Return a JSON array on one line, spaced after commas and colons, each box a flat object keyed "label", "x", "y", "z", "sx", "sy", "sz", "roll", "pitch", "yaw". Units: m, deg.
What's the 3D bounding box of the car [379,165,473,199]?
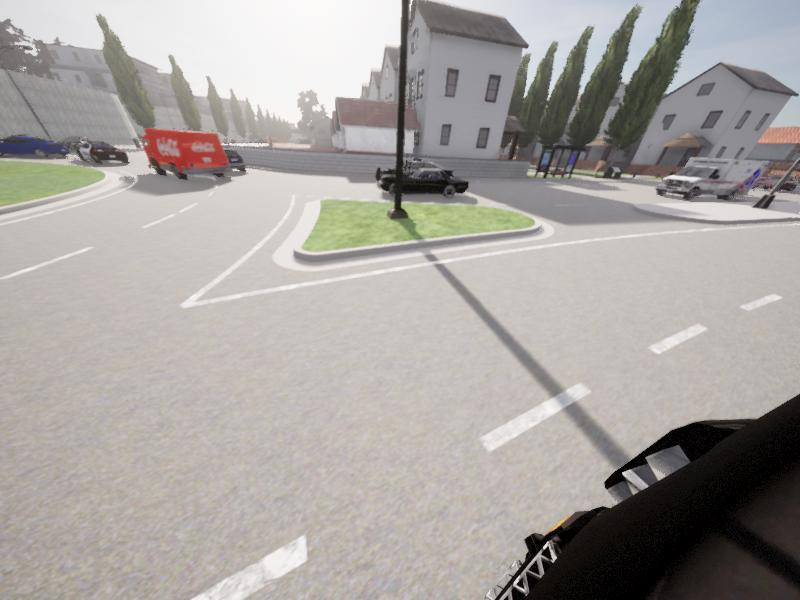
[{"label": "car", "x": 1.228, "y": -6.468, "z": 12.650, "sx": 4.718, "sy": 1.301, "sz": 1.895, "roll": 0, "pitch": 34, "yaw": -5}]

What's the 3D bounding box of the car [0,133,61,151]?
[{"label": "car", "x": -45.518, "y": -19.200, "z": 28.057, "sx": 2.038, "sy": 1.542, "sz": 4.974, "roll": -5, "pitch": 35, "yaw": -12}]

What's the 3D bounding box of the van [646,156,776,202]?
[{"label": "van", "x": 21.503, "y": -8.423, "z": 16.134, "sx": 6.366, "sy": 2.431, "sz": 2.351, "roll": -7, "pitch": 35, "yaw": -14}]

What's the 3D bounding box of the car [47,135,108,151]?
[{"label": "car", "x": -42.666, "y": -20.864, "z": 30.794, "sx": 2.038, "sy": 1.542, "sz": 4.974, "roll": -6, "pitch": 34, "yaw": -13}]

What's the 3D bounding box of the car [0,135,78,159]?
[{"label": "car", "x": -33.746, "y": -13.866, "z": 20.910, "sx": 5.008, "sy": 1.535, "sz": 1.882, "roll": -4, "pitch": 34, "yaw": -11}]

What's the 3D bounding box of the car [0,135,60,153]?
[{"label": "car", "x": -41.173, "y": -17.075, "z": 25.267, "sx": 1.812, "sy": 1.442, "sz": 4.674, "roll": -5, "pitch": 34, "yaw": -12}]

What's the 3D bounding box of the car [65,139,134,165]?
[{"label": "car", "x": -25.321, "y": -12.499, "z": 19.498, "sx": 4.974, "sy": 1.542, "sz": 2.038, "roll": 19, "pitch": 37, "yaw": 23}]

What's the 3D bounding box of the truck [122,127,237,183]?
[{"label": "truck", "x": -13.492, "y": -9.032, "z": 14.341, "sx": 5.204, "sy": 2.467, "sz": 2.627, "roll": 18, "pitch": 36, "yaw": 20}]

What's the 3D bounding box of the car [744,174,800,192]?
[{"label": "car", "x": 38.575, "y": -12.015, "z": 23.730, "sx": 4.193, "sy": 1.474, "sz": 1.816, "roll": -7, "pitch": 35, "yaw": -14}]

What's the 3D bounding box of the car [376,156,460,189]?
[{"label": "car", "x": 1.030, "y": -8.535, "z": 15.442, "sx": 5.238, "sy": 1.638, "sz": 1.930, "roll": 0, "pitch": 34, "yaw": -5}]

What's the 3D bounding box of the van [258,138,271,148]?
[{"label": "van", "x": -44.394, "y": -51.443, "z": 75.635, "sx": 1.988, "sy": 2.561, "sz": 5.915, "roll": -6, "pitch": 35, "yaw": -13}]

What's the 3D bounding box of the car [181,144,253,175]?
[{"label": "car", "x": -14.247, "y": -11.040, "z": 18.064, "sx": 4.856, "sy": 1.649, "sz": 2.033, "roll": 19, "pitch": 37, "yaw": 22}]

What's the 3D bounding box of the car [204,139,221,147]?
[{"label": "car", "x": -53.205, "y": -44.565, "z": 65.564, "sx": 1.801, "sy": 1.575, "sz": 5.366, "roll": -6, "pitch": 35, "yaw": -13}]
